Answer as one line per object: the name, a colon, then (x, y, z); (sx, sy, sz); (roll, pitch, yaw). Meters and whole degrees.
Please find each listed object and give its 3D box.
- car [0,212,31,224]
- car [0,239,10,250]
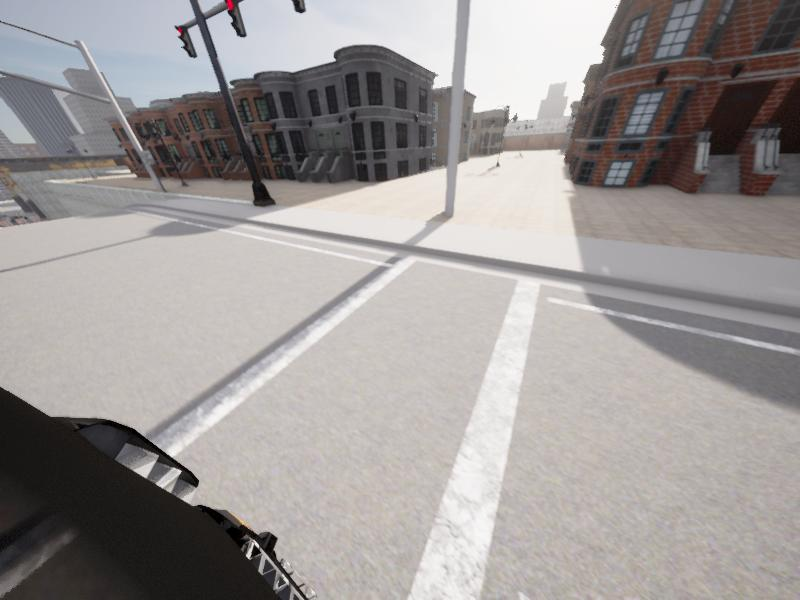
car: (-86.366, -17.932, 50.862); (4.974, 1.542, 2.038); (-20, 37, -24)
car: (-31.528, -4.518, 17.014); (4.605, 1.855, 1.932); (4, 32, 33)
